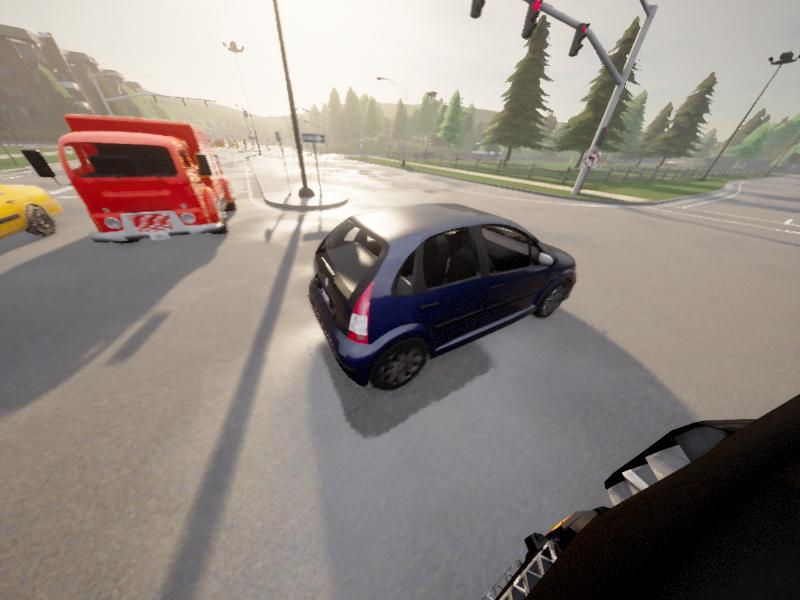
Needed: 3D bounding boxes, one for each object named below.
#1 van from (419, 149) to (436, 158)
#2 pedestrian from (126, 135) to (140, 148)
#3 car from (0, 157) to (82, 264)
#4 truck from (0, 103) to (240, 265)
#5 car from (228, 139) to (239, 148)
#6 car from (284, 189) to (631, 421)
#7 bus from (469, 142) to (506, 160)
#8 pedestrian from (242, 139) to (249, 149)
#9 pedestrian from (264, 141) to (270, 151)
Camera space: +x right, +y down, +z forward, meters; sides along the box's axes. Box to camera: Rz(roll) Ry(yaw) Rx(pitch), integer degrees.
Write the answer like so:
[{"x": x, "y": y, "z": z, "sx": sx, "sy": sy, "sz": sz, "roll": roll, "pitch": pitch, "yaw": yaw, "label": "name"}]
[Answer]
[{"x": 7.908, "y": -41.713, "z": 65.669, "sx": 4.442, "sy": 1.987, "sz": 1.775, "roll": -16, "pitch": 38, "yaw": -26, "label": "van"}, {"x": -45.569, "y": -26.996, "z": 39.383, "sx": 0.751, "sy": 1.860, "sz": 0.751, "roll": -14, "pitch": 37, "yaw": -23, "label": "pedestrian"}, {"x": -8.608, "y": -1.373, "z": 3.931, "sx": 1.801, "sy": 1.575, "sz": 5.366, "roll": -15, "pitch": 38, "yaw": -26, "label": "car"}, {"x": -6.273, "y": -3.323, "z": 6.248, "sx": 2.627, "sy": 2.467, "sz": 5.204, "roll": -15, "pitch": 38, "yaw": -26, "label": "truck"}, {"x": -44.825, "y": -42.016, "z": 62.121, "sx": 1.905, "sy": 1.878, "sz": 3.866, "roll": -16, "pitch": 38, "yaw": -26, "label": "car"}, {"x": 0.835, "y": -0.473, "z": 3.286, "sx": 3.988, "sy": 1.617, "sz": 1.851, "roll": -16, "pitch": 38, "yaw": -26, "label": "car"}, {"x": 26.948, "y": -45.701, "z": 71.109, "sx": 10.273, "sy": 4.253, "sz": 3.944, "roll": -16, "pitch": 38, "yaw": -26, "label": "bus"}, {"x": -37.630, "y": -37.962, "z": 56.258, "sx": 0.751, "sy": 1.860, "sz": 0.751, "roll": -8, "pitch": 35, "yaw": -16, "label": "pedestrian"}, {"x": -32.666, "y": -37.909, "z": 56.889, "sx": 0.751, "sy": 1.860, "sz": 0.751, "roll": -23, "pitch": 41, "yaw": -34, "label": "pedestrian"}]
